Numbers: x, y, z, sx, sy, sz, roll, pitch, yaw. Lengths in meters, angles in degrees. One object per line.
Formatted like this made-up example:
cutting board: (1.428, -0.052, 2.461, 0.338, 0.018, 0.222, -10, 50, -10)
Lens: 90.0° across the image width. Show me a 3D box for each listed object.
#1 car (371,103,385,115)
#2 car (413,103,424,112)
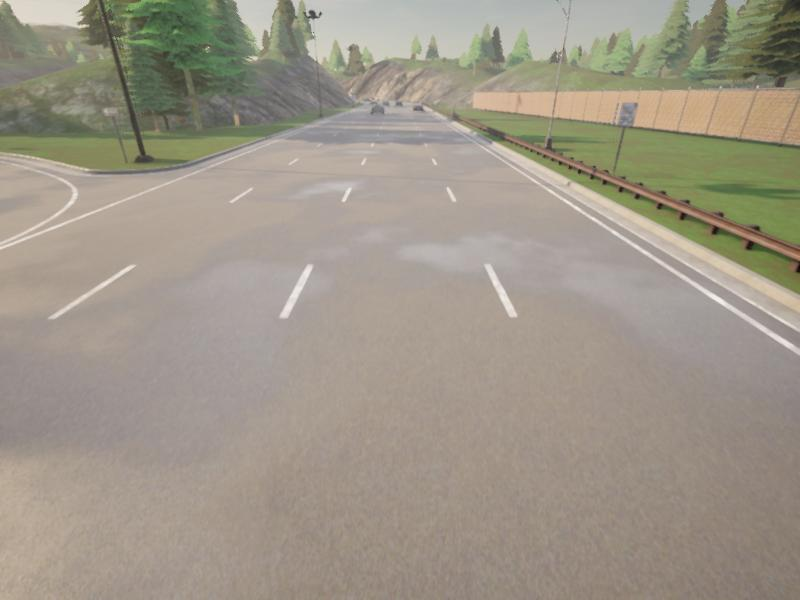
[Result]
car: (-3.637, -32.033, 67.151, 2.152, 1.651, 5.027, 0, 27, 0)
car: (3.390, -36.046, 74.792, 1.812, 1.442, 4.674, 0, 27, 0)
